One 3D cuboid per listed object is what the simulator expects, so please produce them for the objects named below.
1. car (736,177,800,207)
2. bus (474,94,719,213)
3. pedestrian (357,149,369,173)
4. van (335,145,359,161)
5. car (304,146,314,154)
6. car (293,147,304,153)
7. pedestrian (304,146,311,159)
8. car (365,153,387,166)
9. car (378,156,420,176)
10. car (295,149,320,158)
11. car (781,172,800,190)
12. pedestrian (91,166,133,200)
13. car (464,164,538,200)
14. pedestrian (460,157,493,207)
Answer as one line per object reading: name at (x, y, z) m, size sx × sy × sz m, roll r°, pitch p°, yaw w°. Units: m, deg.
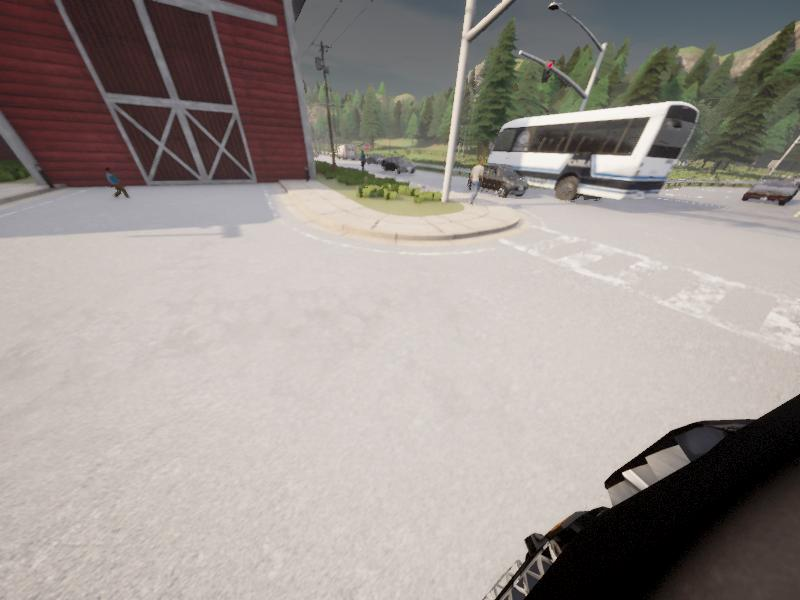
car at (26.418, -7.715, 16.276) m, size 5.357 × 1.411 × 2.033 m, roll -16°, pitch 38°, yaw -26°
bus at (9.884, -8.883, 14.375) m, size 3.944 × 4.253 × 10.273 m, roll -11°, pitch 35°, yaw -20°
pedestrian at (-3.392, -12.771, 21.290) m, size 0.751 × 1.860 × 0.751 m, roll -16°, pitch 37°, yaw -25°
van at (-10.339, -28.515, 44.649) m, size 2.351 × 2.431 × 6.366 m, roll -15°, pitch 37°, yaw -25°
car at (-27.952, -46.226, 70.996) m, size 1.905 × 1.878 × 3.866 m, roll -15°, pitch 37°, yaw -25°
car at (-30.011, -44.210, 68.116) m, size 1.837 × 1.490 × 4.892 m, roll -15°, pitch 37°, yaw -25°
pedestrian at (-16.160, -25.751, 40.236) m, size 0.751 × 1.860 × 0.751 m, roll -11°, pitch 36°, yaw -20°
car at (-3.673, -21.333, 34.956) m, size 1.845 × 1.501 × 3.633 m, roll -15°, pitch 37°, yaw -25°
car at (-0.227, -13.854, 23.798) m, size 2.128 × 1.511 × 4.902 m, roll -15°, pitch 37°, yaw -25°
car at (-19.266, -30.498, 48.041) m, size 4.181 × 1.385 × 1.994 m, roll 4°, pitch 33°, yaw 2°
car at (45.508, -13.215, 25.698) m, size 4.611 × 1.667 × 2.242 m, roll -15°, pitch 37°, yaw -25°
pedestrian at (-10.949, -4.470, 8.824) m, size 0.500 × 1.100 × 0.500 m, roll -16°, pitch 37°, yaw -25°
car at (6.042, -7.404, 14.334) m, size 1.789 × 1.549 × 3.705 m, roll -14°, pitch 37°, yaw -24°
pedestrian at (3.357, -5.231, 10.221) m, size 0.751 × 1.860 × 0.751 m, roll 30°, pitch 42°, yaw 35°
